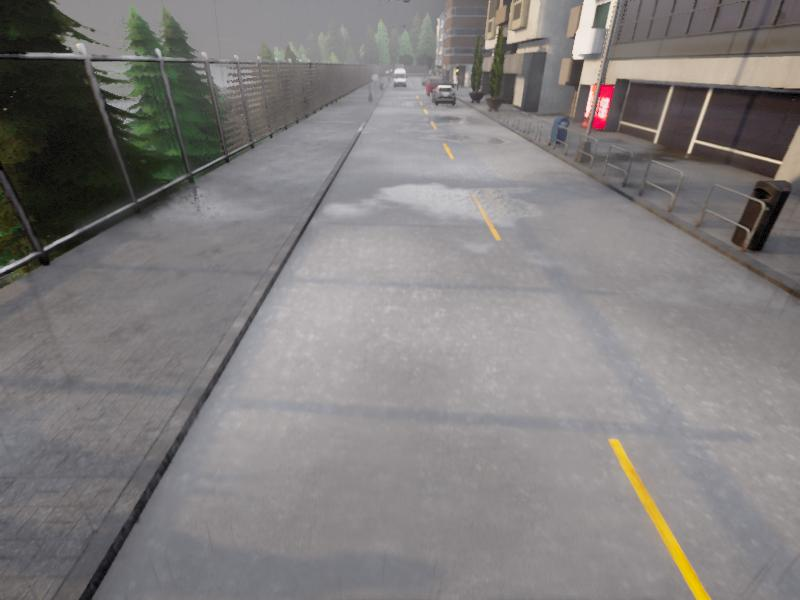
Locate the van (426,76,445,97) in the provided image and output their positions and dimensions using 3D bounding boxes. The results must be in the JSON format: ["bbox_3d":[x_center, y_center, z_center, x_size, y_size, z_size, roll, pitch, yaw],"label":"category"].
[{"bbox_3d":[4.010,-24.574,46.060,1.775,1.987,4.442,0,30,0],"label":"van"}]

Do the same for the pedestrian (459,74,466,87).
[{"bbox_3d":[9.834,-34.650,63.141,0.751,1.860,0.751,-1,30,-2],"label":"pedestrian"}]

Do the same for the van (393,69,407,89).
[{"bbox_3d":[0.016,-34.712,62.810,1.988,2.561,5.915,0,30,0],"label":"van"}]

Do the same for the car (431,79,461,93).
[{"bbox_3d":[6.290,-29.096,54.387,1.970,1.475,3.806,26,39,37],"label":"car"}]

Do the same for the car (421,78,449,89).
[{"bbox_3d":[5.497,-34.585,63.859,1.895,1.301,4.718,-20,36,-30],"label":"car"}]

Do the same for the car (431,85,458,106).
[{"bbox_3d":[4.009,-18.837,36.757,1.970,1.475,3.806,0,30,0],"label":"car"}]
